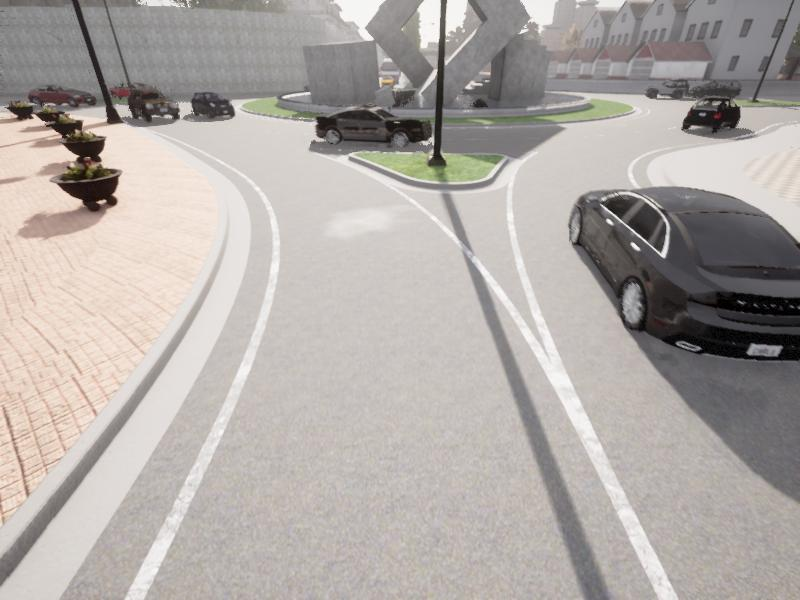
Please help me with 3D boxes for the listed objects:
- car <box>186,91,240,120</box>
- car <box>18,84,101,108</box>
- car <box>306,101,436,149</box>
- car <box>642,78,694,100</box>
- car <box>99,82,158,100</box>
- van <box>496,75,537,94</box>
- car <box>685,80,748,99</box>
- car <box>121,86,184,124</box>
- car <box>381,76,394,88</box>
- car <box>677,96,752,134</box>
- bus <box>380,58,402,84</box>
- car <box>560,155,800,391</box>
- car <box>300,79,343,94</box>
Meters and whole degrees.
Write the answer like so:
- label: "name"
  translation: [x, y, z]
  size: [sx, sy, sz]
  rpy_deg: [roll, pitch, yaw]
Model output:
- label: "car"
  translation: [-12.570, -13.100, 26.858]
  size: [1.845, 1.501, 3.633]
  rpy_deg: [-26, 39, -37]
- label: "car"
  translation: [-28.971, -17.452, 34.197]
  size: [5.027, 1.651, 2.152]
  rpy_deg: [4, 31, 6]
- label: "car"
  translation: [-1.202, -7.791, 17.679]
  size: [5.238, 1.638, 1.930]
  rpy_deg: [7, 31, 12]
- label: "car"
  translation: [28.041, -22.152, 41.973]
  size: [3.866, 1.878, 1.905]
  rpy_deg: [10, 32, 17]
- label: "car"
  translation: [-28.503, -22.055, 42.156]
  size: [4.514, 1.525, 2.007]
  rpy_deg: [-6, 31, -11]
- label: "van"
  translation: [14.778, -27.497, 51.005]
  size: [4.442, 1.987, 1.775]
  rpy_deg: [21, 36, 32]
- label: "car"
  translation: [34.239, -22.910, 43.488]
  size: [4.611, 1.667, 2.242]
  rpy_deg: [6, 31, 10]
- label: "car"
  translation: [-15.765, -12.461, 25.418]
  size: [1.932, 1.855, 4.605]
  rpy_deg: [-25, 39, -36]
- label: "car"
  translation: [-2.033, -35.643, 65.396]
  size: [1.882, 1.535, 5.008]
  rpy_deg: [1, 30, 1]
- label: "car"
  translation: [17.039, -10.075, 21.669]
  size: [3.705, 1.549, 1.789]
  rpy_deg: [-21, 37, -32]
- label: "bus"
  translation: [-1.670, -46.215, 80.696]
  size: [3.944, 4.253, 10.273]
  rpy_deg: [0, 30, 1]
- label: "car"
  translation: [4.083, -0.927, 6.103]
  size: [1.837, 1.490, 4.892]
  rpy_deg: [3, 31, 6]
- label: "car"
  translation: [-10.510, -28.769, 53.815]
  size: [5.027, 1.651, 2.152]
  rpy_deg: [-22, 37, -32]
